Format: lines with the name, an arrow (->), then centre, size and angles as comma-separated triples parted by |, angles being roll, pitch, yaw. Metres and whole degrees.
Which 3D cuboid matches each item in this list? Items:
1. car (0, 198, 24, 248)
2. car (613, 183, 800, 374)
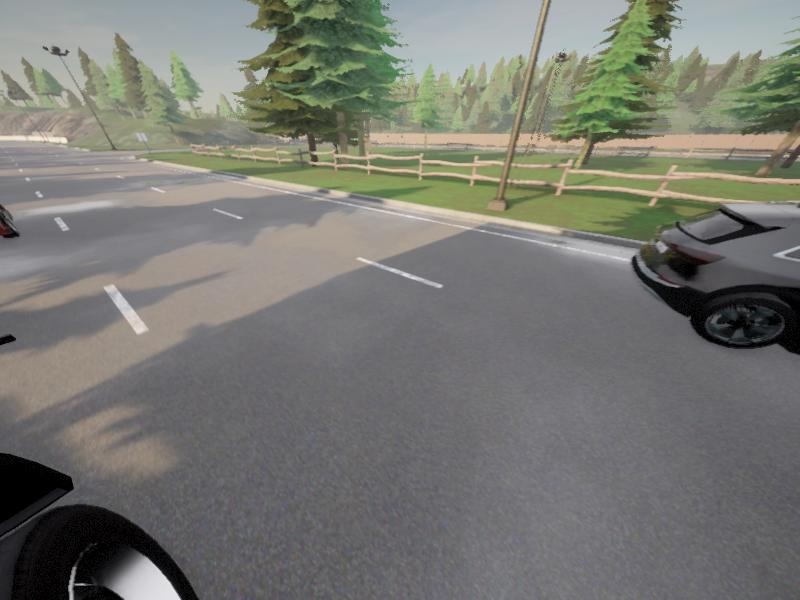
car -> -11.791, -2.233, 5.748 | 4.181, 1.385, 1.994 | 22, 41, 28
car -> 5.921, -0.030, 2.596 | 4.856, 1.649, 2.033 | 22, 41, 28
